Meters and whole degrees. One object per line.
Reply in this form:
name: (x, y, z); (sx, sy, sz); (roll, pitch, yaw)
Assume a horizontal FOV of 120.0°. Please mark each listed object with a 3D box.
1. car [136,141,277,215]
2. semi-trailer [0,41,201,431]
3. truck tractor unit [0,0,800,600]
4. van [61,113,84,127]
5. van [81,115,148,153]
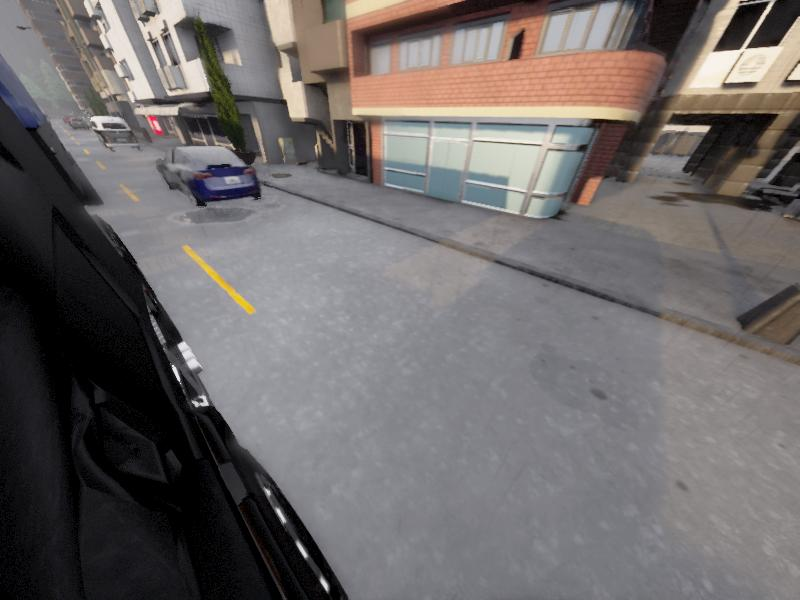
car: (-6.709, -4.443, 7.974); (4.792, 1.488, 2.163); (28, 43, 30)
semi-trailer: (-8.701, -3.594, 4.239); (14.254, 4.402, 2.717); (28, 43, 30)
truck tractor unit: (-2.645, -0.295, 0.351); (6.516, 4.208, 3.053); (28, 44, 30)
van: (-63.553, -34.884, 44.798); (4.442, 1.987, 1.775); (28, 43, 30)
van: (-21.692, -12.641, 17.557); (4.480, 2.038, 2.069); (28, 43, 30)
